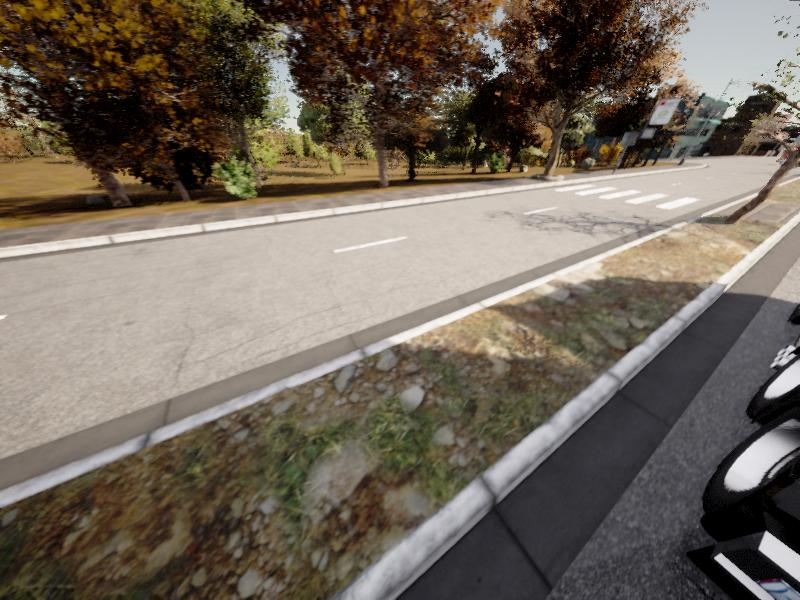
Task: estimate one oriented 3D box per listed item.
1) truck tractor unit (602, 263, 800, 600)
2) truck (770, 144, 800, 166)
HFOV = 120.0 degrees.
[{"bbox_3d":[5.109,-0.301,0.793,6.516,4.208,3.053,-18,39,-24],"label":"truck tractor unit"},{"bbox_3d":[54.213,-19.107,30.465,2.627,2.467,5.204,10,35,13],"label":"truck"}]
